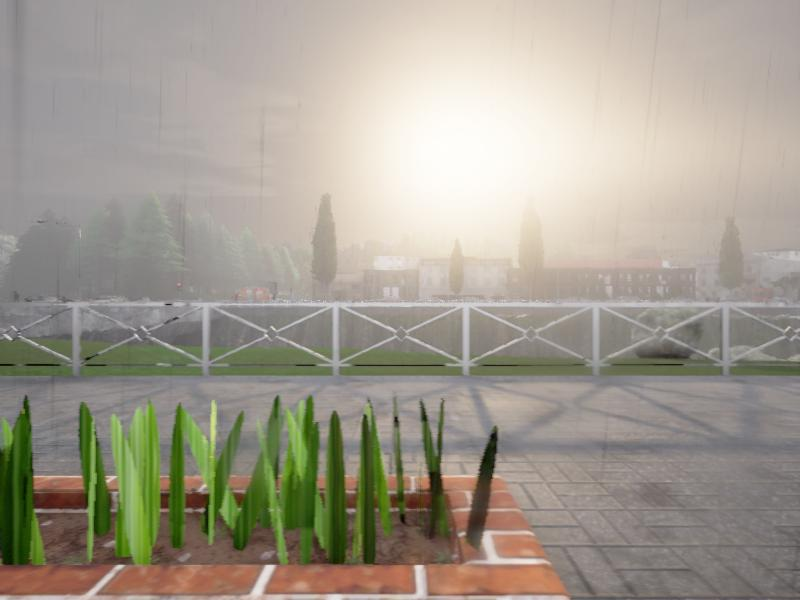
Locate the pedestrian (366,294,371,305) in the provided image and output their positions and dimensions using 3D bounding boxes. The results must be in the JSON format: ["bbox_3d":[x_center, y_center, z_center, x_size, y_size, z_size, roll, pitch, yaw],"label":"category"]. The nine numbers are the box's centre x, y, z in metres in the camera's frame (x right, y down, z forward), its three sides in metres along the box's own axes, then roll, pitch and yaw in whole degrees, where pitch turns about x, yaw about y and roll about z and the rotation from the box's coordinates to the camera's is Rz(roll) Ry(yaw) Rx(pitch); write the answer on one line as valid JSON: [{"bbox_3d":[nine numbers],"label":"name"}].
[{"bbox_3d":[-5.264,-0.069,66.901,0.751,1.860,0.751,0,0,-11],"label":"pedestrian"}]

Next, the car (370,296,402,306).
[{"bbox_3d":[-2.220,0.180,64.348,5.027,1.651,2.152,0,0,0],"label":"car"}]

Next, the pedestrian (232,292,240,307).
[{"bbox_3d":[-21.112,-0.070,51.595,0.751,1.860,0.751,0,0,0],"label":"pedestrian"}]

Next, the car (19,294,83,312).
[{"bbox_3d":[-29.863,0.245,34.412,1.816,1.474,4.193,0,0,0],"label":"car"}]

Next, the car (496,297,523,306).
[{"bbox_3d":[17.593,0.259,64.361,3.806,1.475,1.970,0,0,0],"label":"car"}]

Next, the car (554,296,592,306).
[{"bbox_3d":[27.750,0.180,64.365,5.238,1.638,1.930,0,0,0],"label":"car"}]

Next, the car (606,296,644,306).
[{"bbox_3d":[36.168,0.179,64.369,4.856,1.649,2.033,0,0,0],"label":"car"}]

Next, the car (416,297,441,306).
[{"bbox_3d":[4.590,0.255,64.353,3.806,1.475,1.970,0,0,0],"label":"car"}]

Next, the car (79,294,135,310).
[{"bbox_3d":[-29.861,0.217,41.011,2.038,1.542,4.974,0,0,0],"label":"car"}]

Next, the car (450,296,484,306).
[{"bbox_3d":[10.722,0.174,64.358,5.238,1.638,1.930,0,0,0],"label":"car"}]

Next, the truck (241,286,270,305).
[{"bbox_3d":[-29.854,-0.934,83.144,2.891,3.827,8.468,0,0,0],"label":"truck"}]
